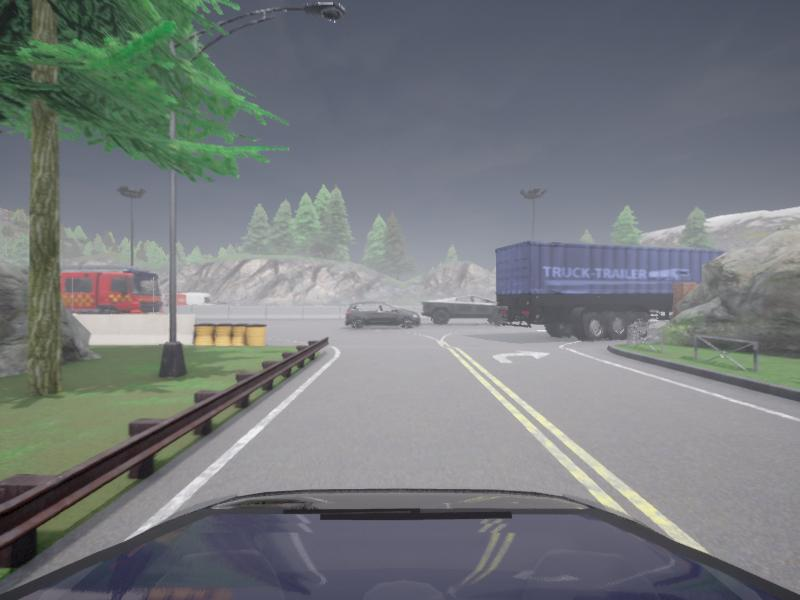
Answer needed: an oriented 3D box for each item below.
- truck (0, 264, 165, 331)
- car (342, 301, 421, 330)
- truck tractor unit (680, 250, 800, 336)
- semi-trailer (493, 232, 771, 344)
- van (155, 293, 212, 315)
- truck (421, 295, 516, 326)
[{"bbox_3d":[-19.322,-0.157,24.268,8.468,3.827,2.891,0,0,-1],"label":"truck"},{"bbox_3d":[-1.077,0.922,24.478,4.611,1.667,2.242,0,0,-1],"label":"car"},{"bbox_3d":[19.072,-0.351,21.107,6.516,4.208,3.053,0,0,-2],"label":"truck tractor unit"},{"bbox_3d":[11.451,-0.451,19.182,14.254,4.402,2.717,0,0,-18],"label":"semi-trailer"},{"bbox_3d":[-26.304,0.456,48.689,5.915,2.561,1.988,0,0,0],"label":"van"},{"bbox_3d":[4.660,0.703,28.040,6.274,2.098,2.390,0,0,-1],"label":"truck"}]
